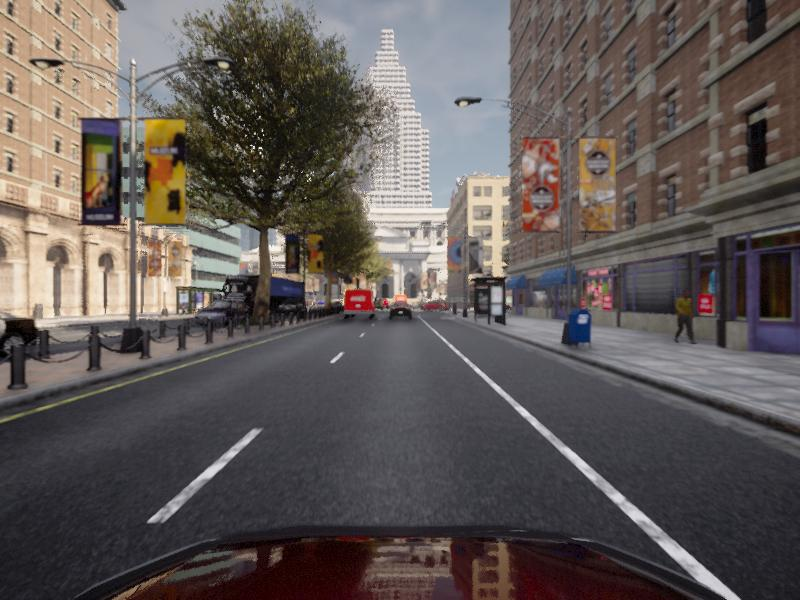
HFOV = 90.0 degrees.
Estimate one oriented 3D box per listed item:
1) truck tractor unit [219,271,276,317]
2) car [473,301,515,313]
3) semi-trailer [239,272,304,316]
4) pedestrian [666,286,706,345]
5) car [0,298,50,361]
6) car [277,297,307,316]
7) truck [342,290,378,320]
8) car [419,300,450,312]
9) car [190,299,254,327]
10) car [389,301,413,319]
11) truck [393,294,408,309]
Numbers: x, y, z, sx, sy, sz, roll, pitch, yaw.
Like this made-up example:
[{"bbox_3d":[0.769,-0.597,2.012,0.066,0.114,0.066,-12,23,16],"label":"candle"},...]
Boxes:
[{"bbox_3d":[-14.904,-0.505,39.653,3.053,4.208,6.516,0,0,1],"label":"truck tractor unit"},{"bbox_3d":[12.194,0.845,52.119,5.008,1.535,1.882,0,0,-7],"label":"car"},{"bbox_3d":[-14.728,-0.597,47.564,2.717,4.402,14.254,0,0,2],"label":"semi-trailer"},{"bbox_3d":[9.220,0.491,12.927,0.751,1.860,0.751,0,0,4],"label":"pedestrian"},{"bbox_3d":[-11.492,0.775,9.412,1.930,1.638,5.238,0,0,0],"label":"car"},{"bbox_3d":[-11.434,0.671,42.536,1.932,1.855,4.605,0,0,0],"label":"car"},{"bbox_3d":[-3.445,0.372,35.501,2.627,2.467,5.204,0,0,0],"label":"truck"},{"bbox_3d":[4.954,0.813,57.869,3.988,1.617,1.851,0,0,28],"label":"car"},{"bbox_3d":[-11.465,0.790,26.181,2.033,1.649,4.856,0,-1,0],"label":"car"},{"bbox_3d":[0.078,0.844,36.702,2.038,1.542,4.974,0,0,1],"label":"car"},{"bbox_3d":[0.114,0.344,76.520,2.627,2.467,5.204,0,-3,0],"label":"truck"}]
